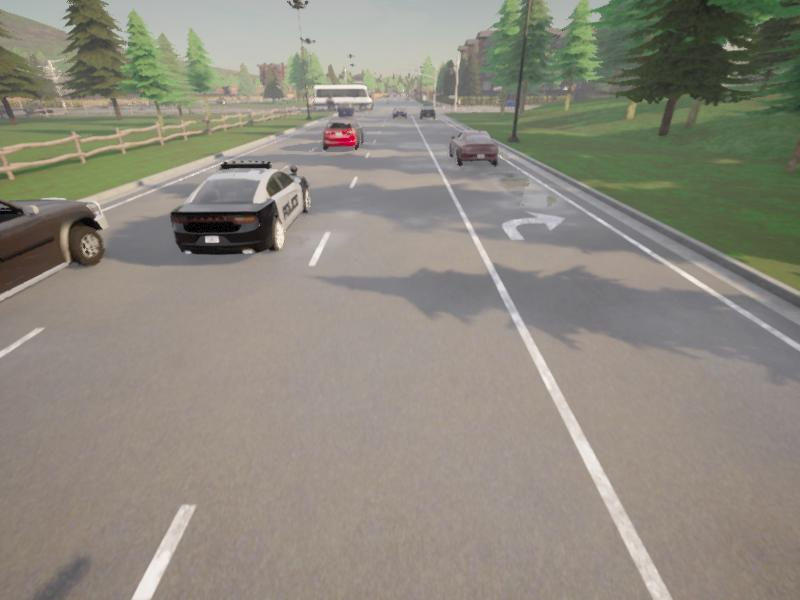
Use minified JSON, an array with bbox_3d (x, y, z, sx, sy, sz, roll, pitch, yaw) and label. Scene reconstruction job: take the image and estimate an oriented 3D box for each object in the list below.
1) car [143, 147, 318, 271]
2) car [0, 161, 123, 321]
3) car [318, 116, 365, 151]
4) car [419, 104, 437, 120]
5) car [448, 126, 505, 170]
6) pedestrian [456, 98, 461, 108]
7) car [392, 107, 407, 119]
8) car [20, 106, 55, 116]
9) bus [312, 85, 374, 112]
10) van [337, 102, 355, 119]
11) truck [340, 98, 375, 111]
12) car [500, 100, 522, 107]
[{"bbox_3d":[-3.507,-2.502,9.655,1.930,1.638,5.238,0,27,0],"label":"car"},{"bbox_3d":[-7.004,-0.844,6.259,1.932,1.855,4.605,0,27,0],"label":"car"},{"bbox_3d":[-3.521,-10.550,25.138,2.242,1.667,4.611,0,27,0],"label":"car"},{"bbox_3d":[3.459,-23.984,50.952,1.930,1.638,5.238,0,27,0],"label":"car"},{"bbox_3d":[3.484,-7.394,19.187,1.812,1.442,4.674,0,27,0],"label":"car"},{"bbox_3d":[11.748,-39.326,79.771,0.751,1.860,0.751,-3,28,-5],"label":"pedestrian"},{"bbox_3d":[-0.042,-24.715,52.793,1.895,1.301,4.718,0,27,0],"label":"car"},{"bbox_3d":[-61.339,-32.049,67.810,1.994,1.385,4.181,0,27,0],"label":"car"},{"bbox_3d":[-10.126,-36.520,72.489,10.273,4.253,3.944,0,27,1],"label":"bus"},{"bbox_3d":[-7.044,-24.957,52.614,1.775,1.987,4.442,0,27,0],"label":"van"},{"bbox_3d":[-7.972,-37.126,75.966,6.274,2.098,2.390,0,27,1],"label":"truck"},{"bbox_3d":[23.861,-42.344,86.185,4.193,1.474,1.816,-1,27,0],"label":"car"}]
